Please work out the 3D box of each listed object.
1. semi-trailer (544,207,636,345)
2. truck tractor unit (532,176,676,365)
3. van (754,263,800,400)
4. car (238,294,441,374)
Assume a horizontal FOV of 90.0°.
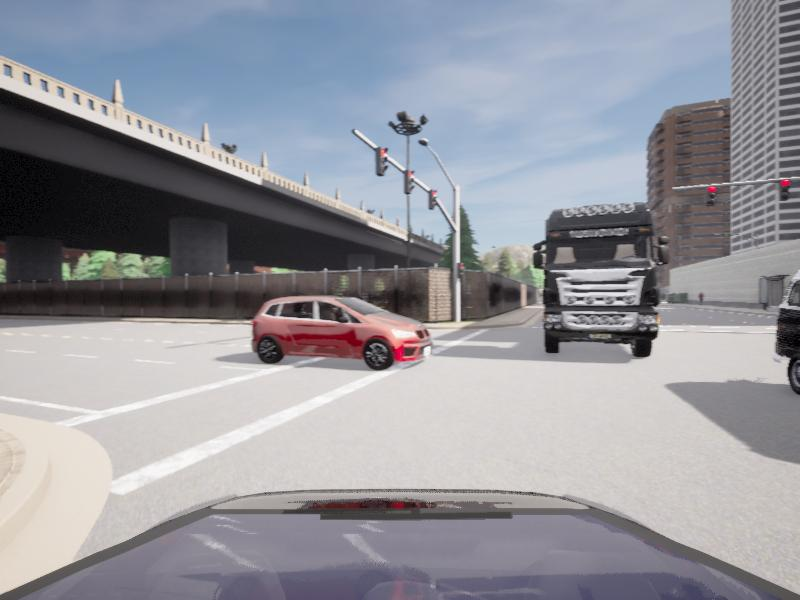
[{"bbox_3d":[8.877,-0.853,19.843,2.717,4.402,14.254,0,1,22],"label":"semi-trailer"},{"bbox_3d":[5.942,-0.657,12.502,3.053,4.208,6.516,0,0,22],"label":"truck tractor unit"},{"bbox_3d":[6.621,0.492,4.851,2.069,2.038,4.480,0,2,21],"label":"van"},{"bbox_3d":[-1.497,0.714,10.212,4.611,1.667,2.242,-1,0,22],"label":"car"}]
